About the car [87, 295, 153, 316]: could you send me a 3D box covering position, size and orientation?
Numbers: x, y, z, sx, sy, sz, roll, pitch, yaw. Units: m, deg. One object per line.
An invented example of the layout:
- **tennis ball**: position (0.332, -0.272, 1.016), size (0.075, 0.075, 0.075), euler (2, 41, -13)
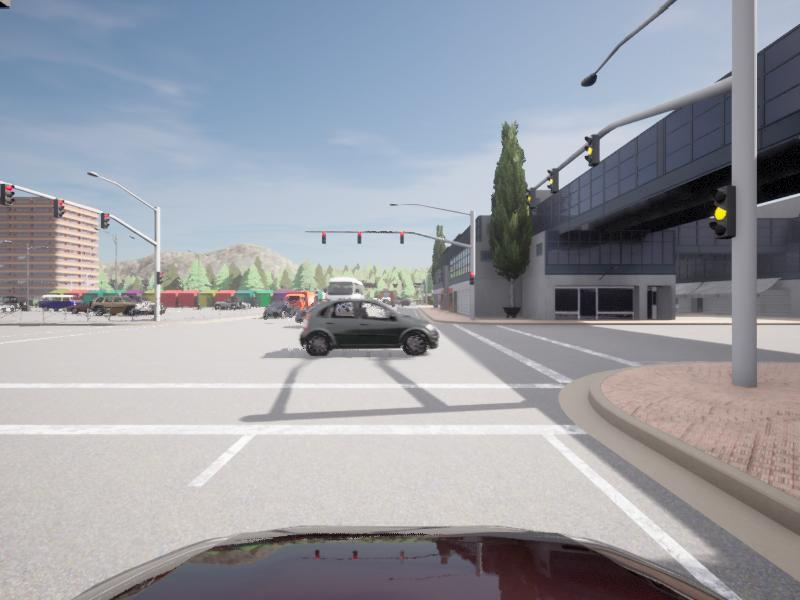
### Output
- **car**: position (-24.947, 0.497, 35.764), size (4.605, 1.855, 1.932), euler (0, 0, 0)

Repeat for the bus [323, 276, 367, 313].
- **bus**: position (-6.650, -0.525, 50.830), size (3.944, 4.253, 10.273), euler (0, -1, 1)

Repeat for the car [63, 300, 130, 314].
- **car**: position (-31.328, 0.732, 41.381), size (5.357, 1.415, 2.033), euler (0, 0, 0)

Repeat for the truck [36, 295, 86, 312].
- **truck**: position (-42.378, 0.402, 50.062), size (4.478, 2.038, 2.069), euler (0, 0, 0)

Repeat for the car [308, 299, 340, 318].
- **car**: position (-7.093, 0.780, 37.843), size (2.152, 1.651, 5.027), euler (0, 0, 0)

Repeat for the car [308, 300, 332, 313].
- **car**: position (-10.250, 0.801, 51.661), size (1.801, 1.575, 5.366), euler (0, 0, 2)

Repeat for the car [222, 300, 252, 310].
- **car**: position (-24.893, 0.739, 61.177), size (3.806, 1.475, 1.970), euler (0, 0, 0)

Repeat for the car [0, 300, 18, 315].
- **car**: position (-42.354, 0.739, 41.382), size (3.806, 1.475, 1.970), euler (0, 0, 0)

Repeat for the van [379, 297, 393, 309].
- **van**: position (-2.467, 0.572, 71.465), size (2.069, 2.038, 4.480), euler (0, 0, 2)

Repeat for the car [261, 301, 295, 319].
- **car**: position (-10.616, 0.827, 34.976), size (1.845, 1.501, 3.633), euler (0, 0, 1)

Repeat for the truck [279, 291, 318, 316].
- **truck**: position (-10.505, 0.357, 41.772), size (2.627, 2.467, 5.204), euler (0, 0, 1)

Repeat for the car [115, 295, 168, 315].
- **car**: position (-24.890, 0.499, 38.658), size (3.866, 1.878, 1.905), euler (0, 0, 0)

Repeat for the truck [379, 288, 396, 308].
- **truck**: position (-2.438, -0.325, 81.810), size (2.891, 3.827, 8.468), euler (0, 0, 2)

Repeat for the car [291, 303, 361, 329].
- **car**: position (-4.397, 0.894, 24.775), size (2.033, 1.411, 5.357), euler (0, 0, 16)

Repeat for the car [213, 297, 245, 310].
- **car**: position (-24.907, 0.499, 58.282), size (3.866, 1.878, 1.905), euler (0, 0, 0)

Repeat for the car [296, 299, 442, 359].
- **car**: position (-0.870, 0.788, 11.862), size (3.988, 1.617, 1.851), euler (0, 0, -2)
